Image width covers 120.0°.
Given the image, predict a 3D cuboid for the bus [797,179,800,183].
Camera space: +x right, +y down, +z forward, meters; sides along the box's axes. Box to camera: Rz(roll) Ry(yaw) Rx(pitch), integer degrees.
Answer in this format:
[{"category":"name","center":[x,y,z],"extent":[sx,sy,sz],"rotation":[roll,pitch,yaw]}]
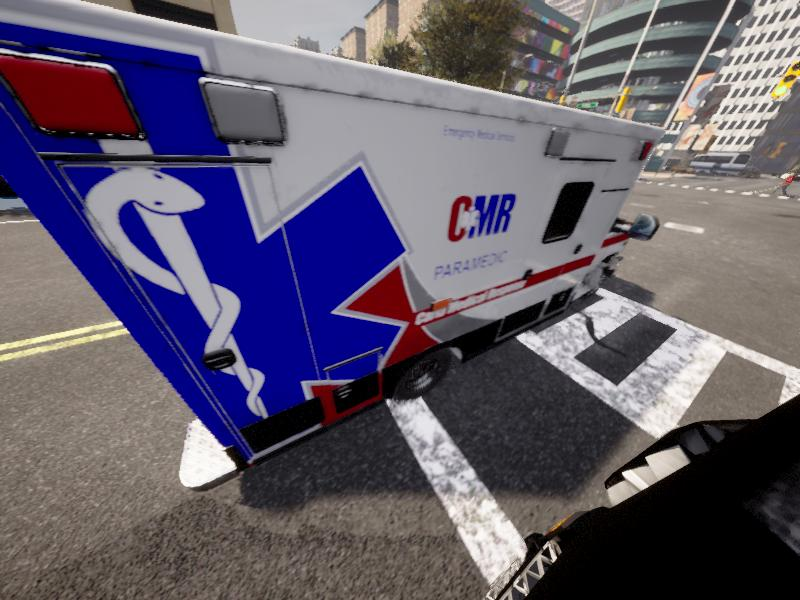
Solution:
[{"category":"bus","center":[66.331,-19.138,34.216],"extent":[3.944,4.253,10.273],"rotation":[28,41,33]}]

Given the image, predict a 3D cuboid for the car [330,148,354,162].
[{"category":"car","center":[-8.726,-21.694,34.609],"extent":[2.007,1.525,4.514],"rotation":[-16,38,-26]}]

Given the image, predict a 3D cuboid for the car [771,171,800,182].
[{"category":"car","center":[73.512,-23.149,43.249],"extent":[2.038,1.542,4.974],"rotation":[18,36,22]}]

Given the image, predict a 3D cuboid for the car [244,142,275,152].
[{"category":"car","center":[-30.938,-33.802,51.065],"extent":[1.801,1.575,5.366],"rotation":[27,41,32]}]

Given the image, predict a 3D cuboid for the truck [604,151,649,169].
[{"category":"truck","center":[66.733,-41.531,68.406],"extent":[2.891,3.827,8.468],"rotation":[-7,35,-15]}]

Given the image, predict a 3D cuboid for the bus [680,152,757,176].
[{"category":"bus","center":[74.709,-32.395,54.871],"extent":[3.944,4.253,10.273],"rotation":[5,34,4]}]

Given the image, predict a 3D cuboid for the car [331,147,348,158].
[{"category":"car","center":[-11.752,-28.553,44.642],"extent":[1.851,1.617,3.988],"rotation":[-16,38,-26]}]

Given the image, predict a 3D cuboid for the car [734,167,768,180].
[{"category":"car","center":[65.610,-23.762,43.296],"extent":[1.905,1.878,3.866],"rotation":[23,38,27]}]

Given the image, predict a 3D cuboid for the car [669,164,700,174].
[{"category":"car","center":[67.554,-31.216,54.989],"extent":[1.801,1.575,5.366],"rotation":[9,34,10]}]

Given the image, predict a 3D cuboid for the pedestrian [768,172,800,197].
[{"category":"pedestrian","center":[32.858,-9.836,19.668],"extent":[0.751,1.860,0.751],"rotation":[-18,39,-28]}]

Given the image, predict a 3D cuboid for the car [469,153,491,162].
[{"category":"car","center":[19.981,-35.700,57.801],"extent":[2.128,1.511,4.902],"rotation":[-16,38,-26]}]

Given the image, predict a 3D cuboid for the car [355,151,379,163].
[{"category":"car","center":[-5.065,-21.857,35.288],"extent":[1.994,1.385,4.181],"rotation":[-16,38,-26]}]

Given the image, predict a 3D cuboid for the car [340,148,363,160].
[{"category":"car","center":[-8.413,-25.222,39.968],"extent":[2.128,1.511,4.902],"rotation":[-16,38,-26]}]

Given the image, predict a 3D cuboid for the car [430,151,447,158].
[{"category":"car","center":[10.586,-40.392,64.207],"extent":[2.161,1.482,4.786],"rotation":[-16,38,-26]}]

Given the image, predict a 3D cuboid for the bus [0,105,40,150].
[{"category":"bus","center":[-47.525,-19.307,25.480],"extent":[3.944,4.253,10.273],"rotation":[-16,38,-26]}]

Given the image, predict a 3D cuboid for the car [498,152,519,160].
[{"category":"car","center":[36.358,-48.363,77.569],"extent":[2.435,2.045,5.566],"rotation":[-16,38,-26]}]

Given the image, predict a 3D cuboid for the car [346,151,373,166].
[{"category":"car","center":[-5.344,-18.373,29.944],"extent":[1.812,1.442,4.674],"rotation":[-16,38,-26]}]

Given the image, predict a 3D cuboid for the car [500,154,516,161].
[{"category":"car","center":[36.312,-48.066,77.827],"extent":[2.007,1.523,4.514],"rotation":[-16,38,-26]}]

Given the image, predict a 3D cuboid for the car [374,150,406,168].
[{"category":"car","center":[-1.412,-18.393,30.079],"extent":[2.242,1.667,4.611],"rotation":[-16,38,-26]}]

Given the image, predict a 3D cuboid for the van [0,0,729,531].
[{"category":"van","center":[0.913,-0.845,3.111],"extent":[6.366,2.431,2.351],"rotation":[-16,38,-26]}]

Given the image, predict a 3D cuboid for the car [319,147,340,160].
[{"category":"car","center":[-12.042,-24.917,39.237],"extent":[1.837,1.490,4.892],"rotation":[-16,38,-27]}]
